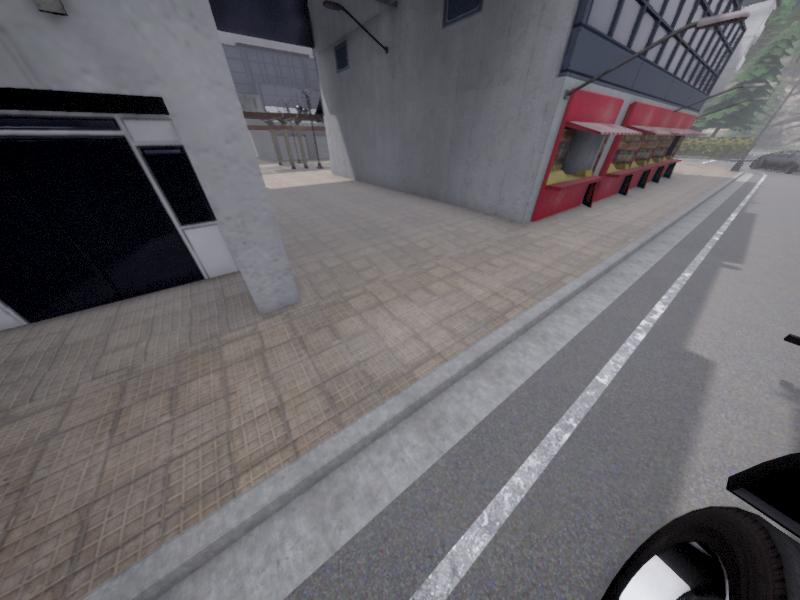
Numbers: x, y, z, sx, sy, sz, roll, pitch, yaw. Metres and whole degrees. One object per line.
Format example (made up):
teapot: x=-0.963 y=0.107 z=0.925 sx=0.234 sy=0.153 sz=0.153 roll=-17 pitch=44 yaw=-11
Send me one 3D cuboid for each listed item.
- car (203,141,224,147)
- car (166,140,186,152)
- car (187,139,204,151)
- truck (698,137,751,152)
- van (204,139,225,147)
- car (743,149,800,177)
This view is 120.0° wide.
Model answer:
car: x=-64.871 y=-54.338 z=80.366 sx=2.152 sy=1.651 sz=5.027 roll=25 pitch=42 yaw=31
car: x=-42.361 y=-29.243 z=43.749 sx=1.932 sy=1.855 sz=4.605 roll=-23 pitch=41 yaw=-29
car: x=-40.277 y=-30.456 z=45.422 sx=1.905 sy=1.878 sz=3.866 roll=-23 pitch=41 yaw=-29
truck: x=57.675 y=-27.893 z=41.296 sx=2.390 sy=2.098 sz=6.274 roll=12 pitch=37 yaw=17
van: x=-58.991 y=-49.965 z=73.514 sx=4.480 sy=2.038 sz=2.069 roll=-23 pitch=41 yaw=-29
car: x=28.397 y=-9.923 z=16.597 sx=1.994 sy=1.385 sz=4.181 roll=10 pitch=37 yaw=14
